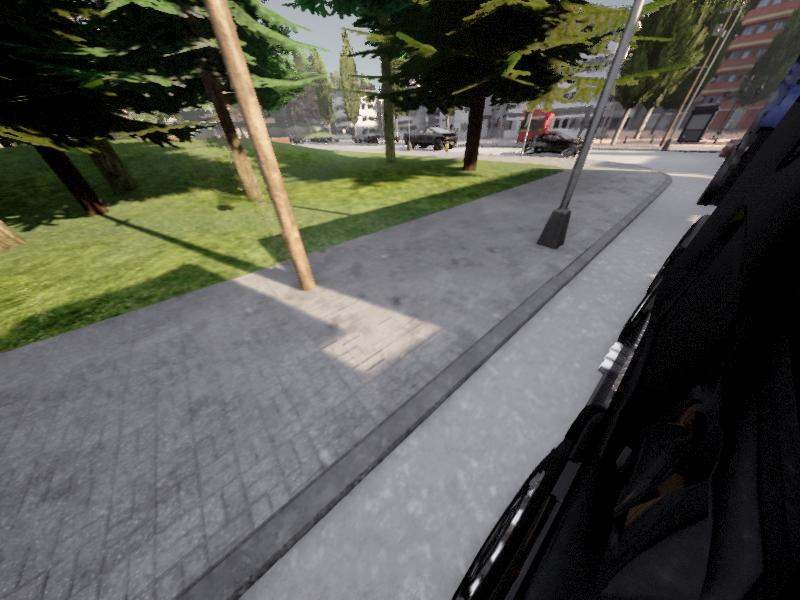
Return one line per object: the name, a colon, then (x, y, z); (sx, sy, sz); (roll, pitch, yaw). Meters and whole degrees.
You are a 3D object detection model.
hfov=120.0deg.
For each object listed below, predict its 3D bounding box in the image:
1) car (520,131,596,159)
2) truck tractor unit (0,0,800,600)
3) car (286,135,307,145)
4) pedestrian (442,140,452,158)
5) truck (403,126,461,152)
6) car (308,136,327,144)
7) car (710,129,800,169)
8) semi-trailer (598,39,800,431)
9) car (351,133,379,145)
car: (11.753, -11.780, 17.485); (1.816, 1.474, 4.193); (-28, 44, -30)
truck tractor unit: (2.645, -0.295, 0.352); (6.516, 4.208, 3.053); (-28, 44, -30)
car: (-22.880, -35.240, 50.819); (2.152, 1.651, 5.027); (-30, 45, -31)
pedestrian: (3.725, -12.015, 18.371); (0.500, 1.100, 0.500); (-27, 43, -29)
truck: (3.288, -17.686, 25.366); (2.390, 2.098, 6.274); (-28, 44, -30)
car: (-18.250, -35.510, 51.159); (1.895, 1.301, 4.718); (-28, 44, -30)
car: (18.698, -7.119, 10.863); (1.812, 1.442, 4.674); (-28, 44, -30)
semi-trailer: (8.713, -3.583, 4.230); (14.254, 4.402, 2.717); (-28, 44, -30)
car: (-6.030, -27.441, 39.352); (1.930, 1.638, 5.238); (-28, 44, -30)
